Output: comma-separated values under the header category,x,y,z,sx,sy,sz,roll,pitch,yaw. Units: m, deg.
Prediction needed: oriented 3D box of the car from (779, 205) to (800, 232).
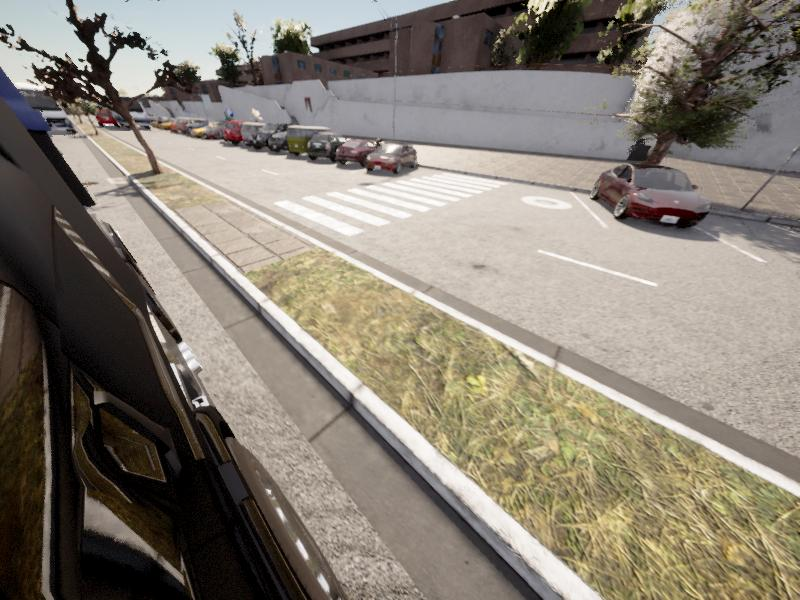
category,x,y,z,sx,sy,sz,roll,pitch,yaw
car,13.252,-1.572,5.323,1.946,1.575,5.366,15,38,16

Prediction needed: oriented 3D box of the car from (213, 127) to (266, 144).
category,x,y,z,sx,sy,sz,roll,pitch,yaw
car,-18.277,-18.958,26.619,2.002,1.452,4.674,15,38,16

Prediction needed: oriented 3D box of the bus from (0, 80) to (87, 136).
category,x,y,z,sx,sy,sz,roll,pitch,yaw
bus,-40.576,-21.667,26.272,10.273,4.253,3.944,30,44,30

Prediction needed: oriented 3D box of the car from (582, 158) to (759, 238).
category,x,y,z,sx,sy,sz,roll,pitch,yaw
car,8.673,-3.937,8.249,2.163,1.488,4.792,15,38,15

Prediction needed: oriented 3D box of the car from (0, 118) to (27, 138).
category,x,y,z,sx,sy,sz,roll,pitch,yaw
car,-37.690,-16.338,21.849,4.181,1.385,1.994,29,44,30

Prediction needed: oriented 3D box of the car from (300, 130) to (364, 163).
category,x,y,z,sx,sy,sz,roll,pitch,yaw
car,-4.837,-11.586,17.354,2.185,1.767,4.553,15,38,16

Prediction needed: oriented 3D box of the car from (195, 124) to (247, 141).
category,x,y,z,sx,sy,sz,roll,pitch,yaw
car,-22.765,-21.463,29.631,2.163,1.488,4.792,16,38,15

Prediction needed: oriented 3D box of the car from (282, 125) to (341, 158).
category,x,y,z,sx,sy,sz,roll,pitch,yaw
car,-7.021,-12.993,18.932,1.878,1.987,4.442,15,38,16

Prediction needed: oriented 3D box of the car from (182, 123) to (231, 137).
category,x,y,z,sx,sy,sz,roll,pitch,yaw
car,-27.231,-24.023,32.708,2.163,1.488,4.792,15,38,15

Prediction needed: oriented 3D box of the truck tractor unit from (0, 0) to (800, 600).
category,x,y,z,sx,sy,sz,roll,pitch,yaw
truck tractor unit,-2.645,-0.295,0.351,6.516,4.208,3.053,28,44,30

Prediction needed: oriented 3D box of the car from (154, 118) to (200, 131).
category,x,y,z,sx,sy,sz,roll,pitch,yaw
car,-38.499,-30.313,40.042,1.946,1.575,5.366,16,38,15

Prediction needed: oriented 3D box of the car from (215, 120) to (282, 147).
category,x,y,z,sx,sy,sz,roll,pitch,yaw
car,-16.013,-17.958,24.950,2.435,2.045,5.566,15,38,16

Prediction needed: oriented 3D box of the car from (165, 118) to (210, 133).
category,x,y,z,sx,sy,sz,roll,pitch,yaw
car,-33.962,-27.935,37.088,2.185,1.767,4.553,15,38,15

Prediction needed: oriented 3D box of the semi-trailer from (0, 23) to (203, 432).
category,x,y,z,sx,sy,sz,roll,pitch,yaw
semi-trailer,-8.814,-3.535,4.094,14.254,4.402,2.717,27,43,28

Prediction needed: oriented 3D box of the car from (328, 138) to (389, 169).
category,x,y,z,sx,sy,sz,roll,pitch,yaw
car,-2.596,-10.220,15.948,2.002,1.452,4.674,15,38,16

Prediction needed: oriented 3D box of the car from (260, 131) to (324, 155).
category,x,y,z,sx,sy,sz,roll,pitch,yaw
car,-9.314,-13.991,20.497,2.231,1.521,4.892,15,38,16

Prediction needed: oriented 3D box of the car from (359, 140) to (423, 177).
category,x,y,z,sx,sy,sz,roll,pitch,yaw
car,-0.343,-8.957,14.386,2.163,1.488,4.792,15,38,15

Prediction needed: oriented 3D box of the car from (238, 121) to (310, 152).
category,x,y,z,sx,sy,sz,roll,pitch,yaw
car,-11.544,-15.428,21.854,2.435,2.045,5.566,15,38,15

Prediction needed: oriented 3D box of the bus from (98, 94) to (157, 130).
category,x,y,z,sx,sy,sz,roll,pitch,yaw
bus,-46.215,-31.801,39.119,10.273,4.253,3.944,30,45,30

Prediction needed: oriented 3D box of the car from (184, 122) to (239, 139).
category,x,y,z,sx,sy,sz,roll,pitch,yaw
car,-25.056,-22.666,31.007,1.946,1.575,5.366,15,38,15

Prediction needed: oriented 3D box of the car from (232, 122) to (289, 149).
category,x,y,z,sx,sy,sz,roll,pitch,yaw
car,-13.817,-16.607,23.326,1.878,1.987,4.442,15,38,15

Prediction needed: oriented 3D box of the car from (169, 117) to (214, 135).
category,x,y,z,sx,sy,sz,roll,pitch,yaw
car,-31.737,-26.686,35.455,1.878,1.987,4.442,16,38,15

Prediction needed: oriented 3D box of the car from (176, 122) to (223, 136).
category,x,y,z,sx,sy,sz,roll,pitch,yaw
car,-29.483,-25.267,34.196,2.002,1.452,4.674,15,38,15
